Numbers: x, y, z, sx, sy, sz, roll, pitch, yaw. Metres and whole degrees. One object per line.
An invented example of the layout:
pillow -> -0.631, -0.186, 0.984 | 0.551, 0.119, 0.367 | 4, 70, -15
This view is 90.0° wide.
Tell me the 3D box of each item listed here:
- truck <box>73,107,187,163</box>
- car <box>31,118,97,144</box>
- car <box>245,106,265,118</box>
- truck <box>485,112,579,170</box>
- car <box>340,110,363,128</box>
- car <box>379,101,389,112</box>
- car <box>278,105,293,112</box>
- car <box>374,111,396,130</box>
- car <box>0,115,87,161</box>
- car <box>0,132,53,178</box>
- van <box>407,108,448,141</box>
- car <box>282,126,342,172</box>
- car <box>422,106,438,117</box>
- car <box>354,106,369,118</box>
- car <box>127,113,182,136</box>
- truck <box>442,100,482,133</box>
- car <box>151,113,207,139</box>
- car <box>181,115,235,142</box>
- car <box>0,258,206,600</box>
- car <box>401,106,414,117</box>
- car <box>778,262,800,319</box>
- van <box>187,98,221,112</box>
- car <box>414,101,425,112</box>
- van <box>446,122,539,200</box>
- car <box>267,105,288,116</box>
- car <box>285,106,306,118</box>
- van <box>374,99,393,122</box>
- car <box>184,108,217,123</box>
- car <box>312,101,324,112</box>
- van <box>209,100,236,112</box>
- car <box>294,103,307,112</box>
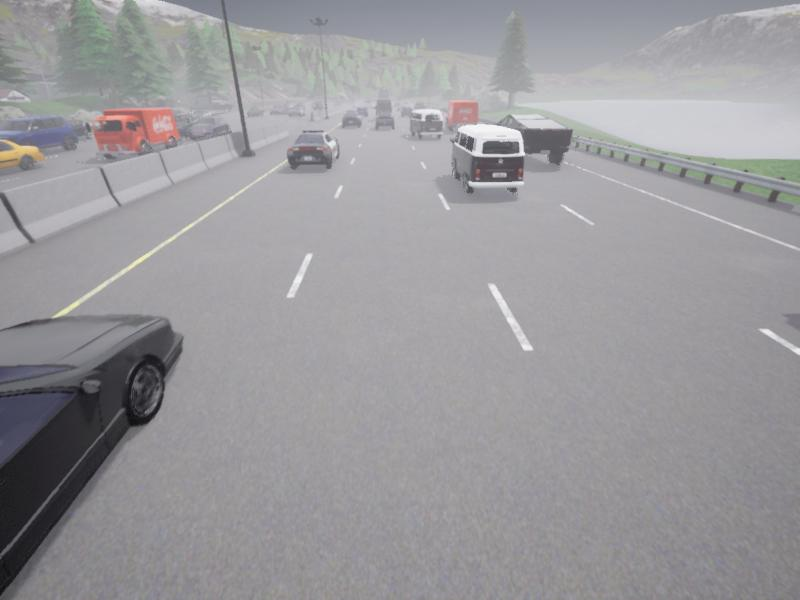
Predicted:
truck -> -14.805, -9.410, 22.533 | 2.627, 2.467, 5.204 | -1, 27, -2
car -> -25.634, -13.006, 30.730 | 1.789, 1.549, 3.705 | -1, 27, -2
car -> -22.926, -29.775, 63.322 | 1.845, 1.501, 3.633 | -1, 27, -2
truck -> 6.308, -8.239, 20.273 | 2.390, 2.098, 6.274 | -1, 27, -2
car -> -5.143, -19.643, 43.312 | 2.038, 1.542, 4.974 | -1, 27, -2
car -> -3.162, -38.652, 79.916 | 1.905, 1.878, 3.866 | -1, 27, -2
car -> -24.382, -40.820, 85.140 | 1.895, 1.301, 4.718 | -1, 27, -2
car -> -1.538, -18.387, 40.820 | 2.128, 1.511, 4.902 | -1, 27, -2
car -> -21.851, -9.701, 23.694 | 2.150, 2.045, 5.566 | -1, 27, -2
car -> -18.067, -6.110, 17.141 | 1.801, 1.575, 5.366 | -1, 27, -2
van -> 1.994, -13.750, 31.150 | 2.069, 2.038, 4.480 | -6, 28, -10
car -> -4.170, -7.590, 19.827 | 2.038, 1.542, 4.974 | -1, 27, -2
car -> 4.599, -29.100, 61.794 | 1.895, 1.301, 4.718 | -1, 27, -2
car -> -5.932, -29.373, 62.354 | 2.007, 1.525, 4.514 | -1, 27, -2
car -> -22.395, -16.175, 36.817 | 1.801, 1.575, 5.366 | -1, 27, -2
truck -> 5.606, -17.089, 37.115 | 2.627, 2.467, 5.204 | -1, 27, -2
car -> -18.781, -14.981, 34.328 | 2.242, 1.667, 4.611 | -1, 27, -2
car -> -15.184, -13.796, 32.003 | 2.033, 1.649, 4.856 | -1, 27, -2
car -> -3.434, 1.395, 2.464 | 2.033, 1.411, 5.357 | -1, 27, -2
car -> 1.096, -29.143, 61.746 | 1.816, 1.474, 4.193 | -1, 27, -2
car -> 7.007, 0.587, 3.953 | 1.895, 1.301, 4.718 | -1, 27, -2
van -> -41.747, -41.710, 85.366 | 5.915, 2.561, 1.988 | -2, 27, -2
car -> 3.834, -38.798, 80.066 | 1.932, 1.855, 4.605 | -1, 27, -2
van -> 3.051, -5.165, 14.412 | 2.069, 2.038, 4.480 | -1, 27, -2
car -> -21.284, -33.076, 69.756 | 2.242, 1.667, 4.611 | -1, 27, -2
car -> -16.483, -29.900, 63.423 | 2.038, 1.542, 4.974 | -1, 27, -2
van -> -2.203, -25.122, 52.823 | 1.988, 2.561, 5.915 | -3, 28, -6
car -> -26.579, -24.697, 53.536 | 2.038, 1.542, 4.974 | -1, 27, -2
car -> -17.391, -41.255, 85.244 | 1.905, 1.878, 3.866 | -1, 27, -2
van -> -36.571, -40.001, 82.544 | 4.480, 2.038, 2.069 | -2, 27, -2
car -> -20.829, -40.272, 83.765 | 1.851, 1.617, 3.988 | -1, 27, -2
